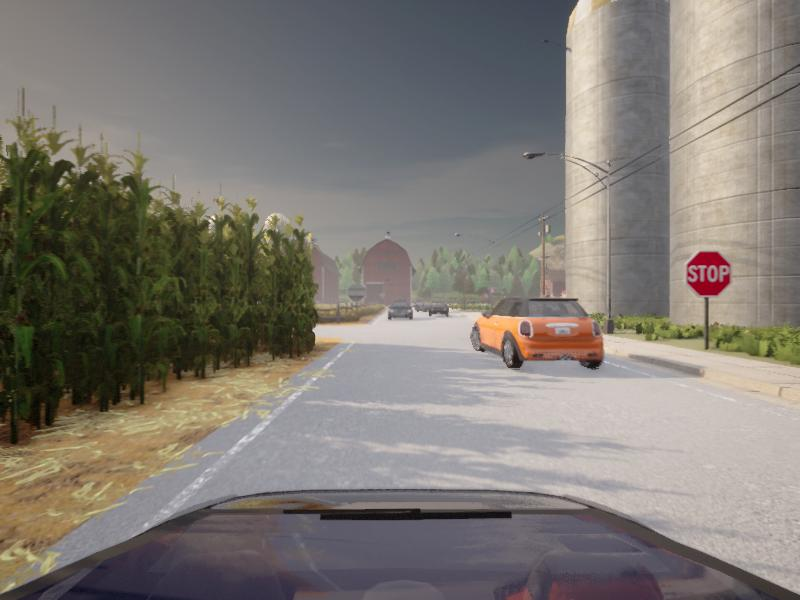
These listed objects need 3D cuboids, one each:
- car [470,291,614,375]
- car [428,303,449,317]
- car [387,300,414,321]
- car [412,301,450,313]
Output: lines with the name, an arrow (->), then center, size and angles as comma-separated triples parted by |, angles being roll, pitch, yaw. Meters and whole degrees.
car -> 3.423, 0.689, 10.798 | 2.097, 1.767, 4.553 | 0, 0, -3
car -> 3.852, 0.923, 39.495 | 1.895, 1.301, 4.718 | 0, 0, 6
car -> 0.042, 0.808, 33.226 | 2.038, 1.542, 4.974 | 0, 0, 0
car -> 3.822, 0.881, 49.375 | 4.181, 1.385, 1.994 | 0, 0, -27
